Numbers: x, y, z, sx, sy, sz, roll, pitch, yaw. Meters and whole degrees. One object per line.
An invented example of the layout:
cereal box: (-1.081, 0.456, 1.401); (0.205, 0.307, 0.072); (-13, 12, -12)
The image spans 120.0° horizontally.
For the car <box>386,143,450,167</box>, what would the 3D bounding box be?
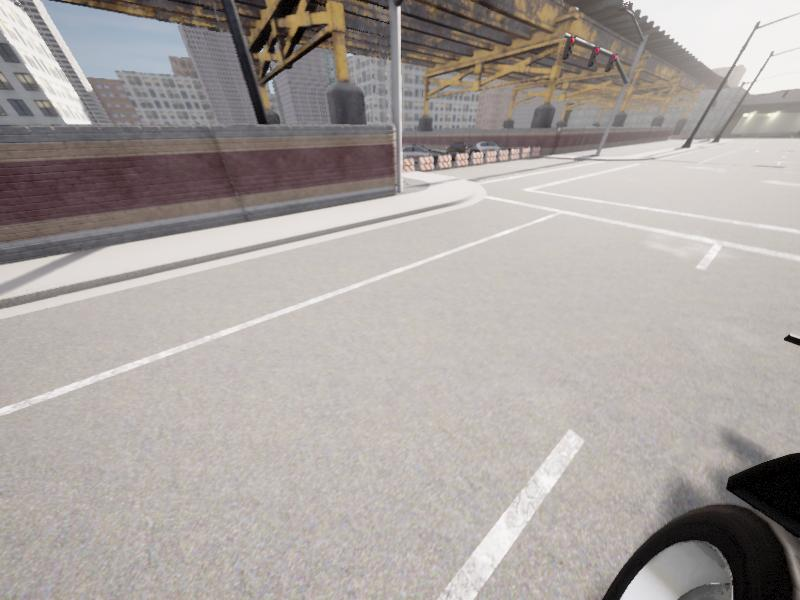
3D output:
car: (1.519, -12.059, 19.202); (4.974, 1.542, 2.038); (4, 36, 7)

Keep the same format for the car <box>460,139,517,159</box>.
car: (9.184, -15.930, 24.340); (4.974, 1.542, 2.038); (-5, 36, -5)

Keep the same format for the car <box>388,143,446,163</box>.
car: (1.464, -12.190, 19.116); (4.536, 1.218, 1.853); (4, 36, 7)

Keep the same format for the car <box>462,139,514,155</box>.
car: (9.130, -16.053, 24.243); (4.536, 1.218, 1.853); (-5, 36, -5)

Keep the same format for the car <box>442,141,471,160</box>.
car: (5.281, -13.836, 21.284); (1.853, 1.218, 4.536); (10, 37, 15)

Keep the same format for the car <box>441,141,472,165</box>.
car: (5.268, -13.679, 21.336); (2.038, 1.542, 4.974); (10, 37, 15)
